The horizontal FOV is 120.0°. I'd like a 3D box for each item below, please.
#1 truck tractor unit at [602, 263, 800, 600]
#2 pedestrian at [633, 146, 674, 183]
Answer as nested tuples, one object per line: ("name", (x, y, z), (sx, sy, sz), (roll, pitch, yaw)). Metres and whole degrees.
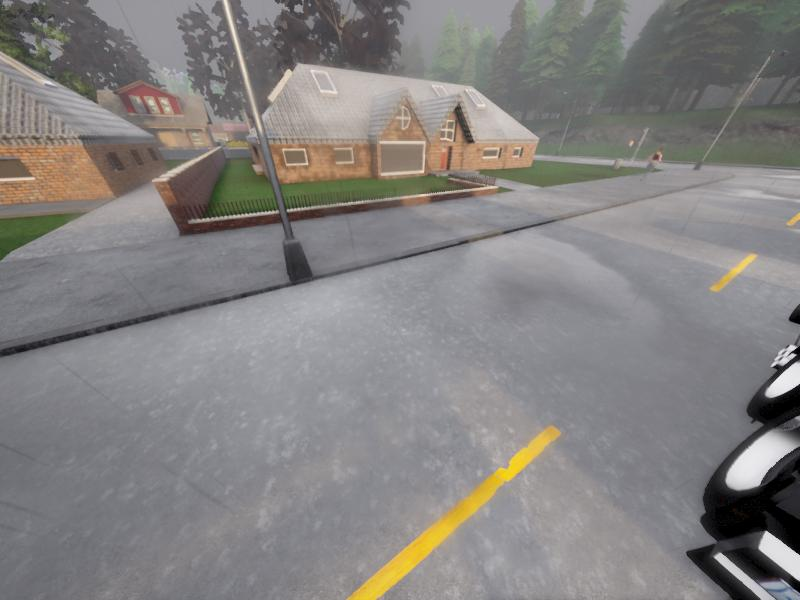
("truck tractor unit", (5.109, -0.303, 0.786), (6.516, 4.208, 3.053), (-18, 39, -24))
("pedestrian", (15.552, -8.345, 14.237), (0.751, 1.860, 0.751), (-13, 37, -18))
